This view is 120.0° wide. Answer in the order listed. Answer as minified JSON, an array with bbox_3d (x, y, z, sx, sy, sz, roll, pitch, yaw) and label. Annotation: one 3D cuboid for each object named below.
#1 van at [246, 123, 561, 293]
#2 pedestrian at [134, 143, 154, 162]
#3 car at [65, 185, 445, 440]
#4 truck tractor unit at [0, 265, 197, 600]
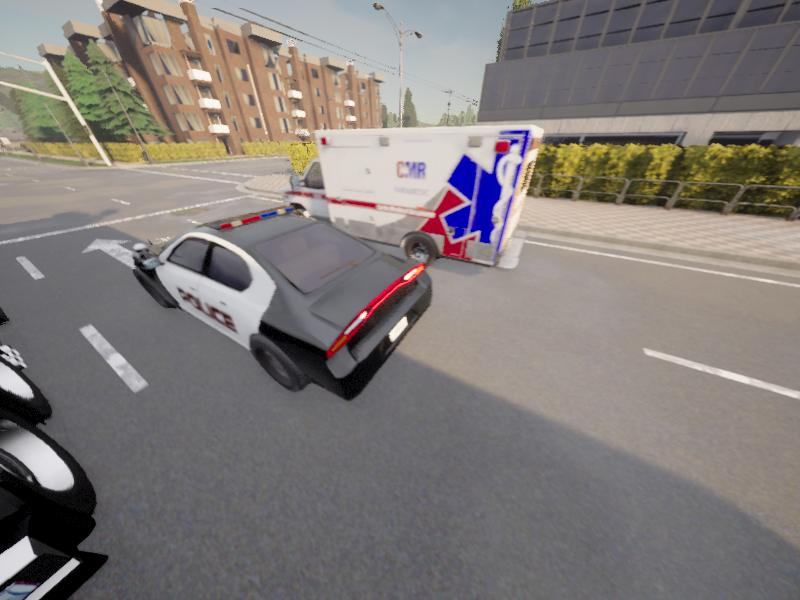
[{"bbox_3d":[-0.250,-2.603,5.610,6.366,2.431,2.351,18,39,24],"label":"van"},{"bbox_3d":[-30.465,-17.555,27.499,0.751,1.860,0.751,18,39,25],"label":"pedestrian"},{"bbox_3d":[-2.135,-0.541,3.446,4.974,1.542,2.038,18,39,25],"label":"car"},{"bbox_3d":[-5.113,-0.299,0.777,6.516,4.208,3.053,18,39,24],"label":"truck tractor unit"}]
